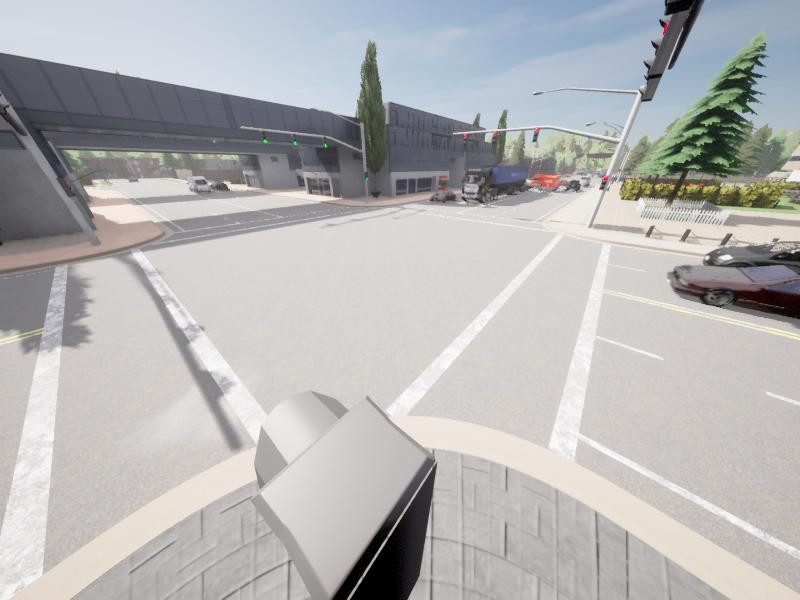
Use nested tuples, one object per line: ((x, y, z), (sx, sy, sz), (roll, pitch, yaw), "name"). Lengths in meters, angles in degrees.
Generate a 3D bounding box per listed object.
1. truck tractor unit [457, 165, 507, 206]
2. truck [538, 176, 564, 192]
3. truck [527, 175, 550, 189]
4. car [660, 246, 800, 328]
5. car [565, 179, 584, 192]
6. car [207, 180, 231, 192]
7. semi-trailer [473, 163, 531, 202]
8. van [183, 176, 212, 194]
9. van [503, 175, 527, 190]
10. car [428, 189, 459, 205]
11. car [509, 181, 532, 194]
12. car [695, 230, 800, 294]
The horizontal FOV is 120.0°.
((10.481, -14.703, 29.285), (3.053, 4.208, 6.516), (23, 37, 34), "truck tractor unit")
((28.375, -21.897, 43.462), (2.627, 2.467, 5.204), (23, 37, 34), "truck")
((29.558, -25.318, 49.396), (2.627, 2.467, 5.204), (23, 37, 34), "truck")
((12.085, -0.193, 6.946), (5.357, 1.411, 2.033), (22, 37, 33), "car")
((32.770, -21.537, 43.417), (1.905, 1.878, 3.866), (23, 37, 34), "car")
((-34.574, -21.767, 44.066), (5.238, 1.638, 1.930), (23, 37, 34), "car")
((15.567, -17.839, 34.485), (2.717, 4.402, 14.254), (23, 37, 34), "semi-trailer")
((-35.640, -20.318, 40.653), (5.915, 2.561, 1.988), (23, 37, 34), "van")
((24.386, -24.947, 48.787), (2.351, 2.431, 6.366), (23, 37, 34), "van")
((5.596, -13.293, 29.661), (1.994, 1.385, 4.181), (23, 37, 34), "car")
((21.536, -20.200, 41.322), (2.242, 1.667, 4.611), (23, 37, 34), "car")
((14.909, -1.397, 8.820), (3.988, 1.617, 1.851), (23, 37, 34), "car")
